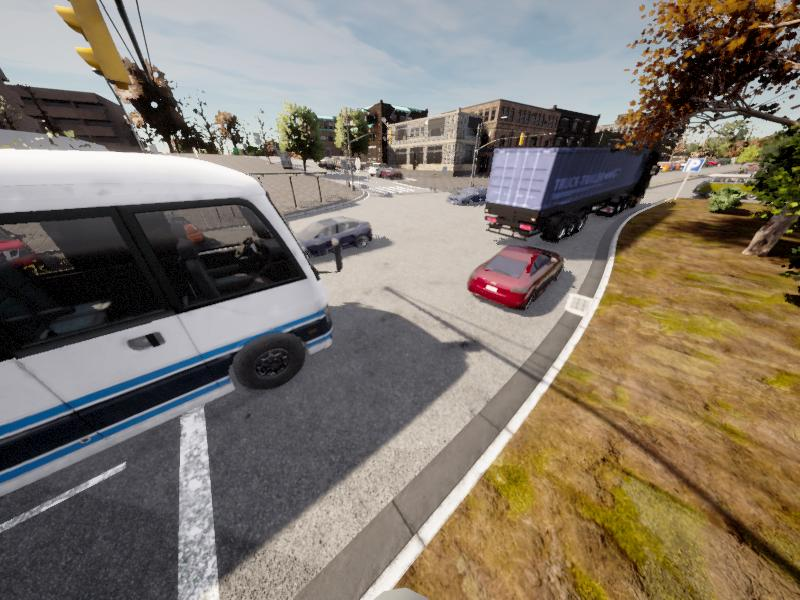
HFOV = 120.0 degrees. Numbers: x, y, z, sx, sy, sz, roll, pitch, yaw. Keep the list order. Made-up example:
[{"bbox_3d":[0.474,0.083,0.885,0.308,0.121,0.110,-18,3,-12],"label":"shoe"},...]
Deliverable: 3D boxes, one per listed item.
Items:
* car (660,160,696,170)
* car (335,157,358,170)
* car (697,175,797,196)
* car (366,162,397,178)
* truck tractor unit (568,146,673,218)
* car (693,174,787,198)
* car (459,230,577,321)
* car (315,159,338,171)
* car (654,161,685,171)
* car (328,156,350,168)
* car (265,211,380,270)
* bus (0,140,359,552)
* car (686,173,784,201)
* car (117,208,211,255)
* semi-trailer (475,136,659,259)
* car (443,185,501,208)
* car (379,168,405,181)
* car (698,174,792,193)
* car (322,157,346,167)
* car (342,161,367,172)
[{"bbox_3d":[73.317,-35.569,61.045,5.566,2.045,2.435,22,38,36],"label":"car"},{"bbox_3d":[-10.866,-27.919,47.185,1.878,1.987,4.442,21,37,23],"label":"car"},{"bbox_3d":[35.730,-12.037,24.127,5.366,1.575,1.946,21,37,31],"label":"car"},{"bbox_3d":[-3.124,-22.424,39.795,2.435,2.045,5.566,21,37,23],"label":"car"},{"bbox_3d":[16.686,-9.128,17.597,6.516,4.208,3.053,-22,36,-29],"label":"truck tractor unit"},{"bbox_3d":[33.092,-11.306,22.797,4.553,1.767,2.185,20,37,31],"label":"car"},{"bbox_3d":[4.174,-1.146,8.070,4.181,1.385,1.994,-28,41,-36],"label":"car"},{"bbox_3d":[-13.984,-25.449,43.612,2.128,1.511,4.902,-23,42,-34],"label":"car"},{"bbox_3d":[68.170,-33.897,58.556,4.442,1.987,1.878,22,38,35],"label":"car"},{"bbox_3d":[-12.791,-29.317,49.059,1.878,1.987,4.442,21,37,23],"label":"car"},{"bbox_3d":[-3.647,-3.174,11.536,4.792,1.488,2.163,-24,38,-31],"label":"car"},{"bbox_3d":[-6.216,0.509,3.025,10.273,4.253,3.944,-23,37,-33],"label":"bus"},{"bbox_3d":[30.571,-10.506,21.390,4.442,1.987,1.878,20,38,31],"label":"car"},{"bbox_3d":[-13.789,-4.164,13.541,4.553,1.767,2.185,15,35,27],"label":"car"},{"bbox_3d":[10.394,-6.600,13.518,14.254,4.402,2.717,-22,39,-31],"label":"semi-trailer"},{"bbox_3d":[6.724,-9.642,21.353,5.357,1.411,2.033,-20,36,-31],"label":"car"},{"bbox_3d":[-1.231,-20.775,38.067,2.002,1.452,4.674,21,37,23],"label":"car"},{"bbox_3d":[37.900,-13.039,25.682,5.366,1.575,1.946,21,38,31],"label":"car"},{"bbox_3d":[-14.577,-30.665,51.280,1.946,1.575,5.366,21,37,23],"label":"car"},{"bbox_3d":[-8.914,-26.385,45.522,2.231,1.521,4.892,21,37,23],"label":"car"}]
